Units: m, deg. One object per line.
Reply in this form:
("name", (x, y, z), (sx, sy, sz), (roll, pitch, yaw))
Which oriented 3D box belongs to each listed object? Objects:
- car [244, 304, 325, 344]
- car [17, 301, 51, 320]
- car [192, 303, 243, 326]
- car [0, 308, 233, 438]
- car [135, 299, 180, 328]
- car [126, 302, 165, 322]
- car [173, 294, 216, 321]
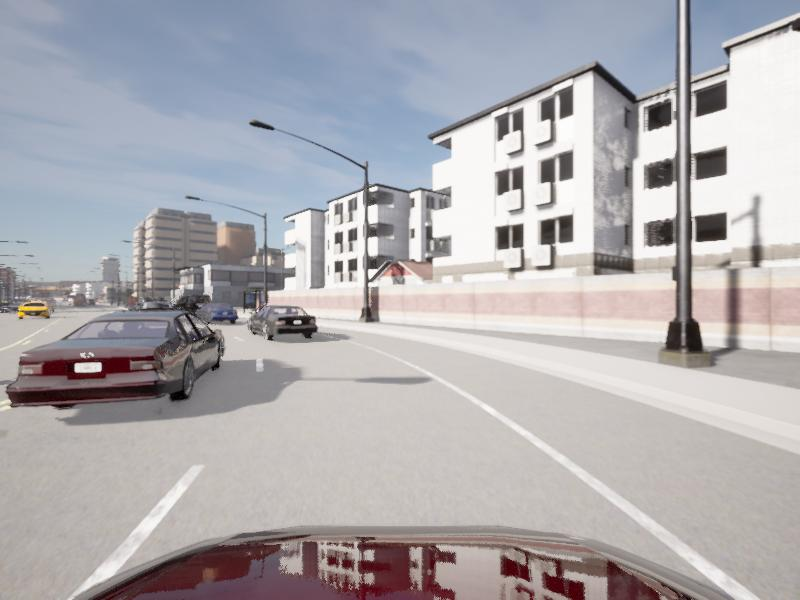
("car", (-5.186, 0.903, 17.304), (2.033, 1.411, 5.357), (0, 0, -31))
("car", (-31.560, 0.858, 34.653), (1.882, 1.535, 5.008), (0, 0, -39))
("car", (-12.688, 0.912, 27.586), (2.033, 1.411, 5.357), (0, 0, -37))
("car", (-4.583, 0.900, 7.448), (2.033, 1.411, 5.357), (0, 0, -15))
("car", (-15.665, 0.790, 25.687), (1.930, 1.638, 5.238), (0, 0, -37))
("car", (-20.273, 0.919, 31.743), (2.033, 1.411, 5.357), (0, 0, -38))
("car", (-17.452, 0.591, 33.811), (2.150, 2.045, 5.566), (0, 0, -38))
